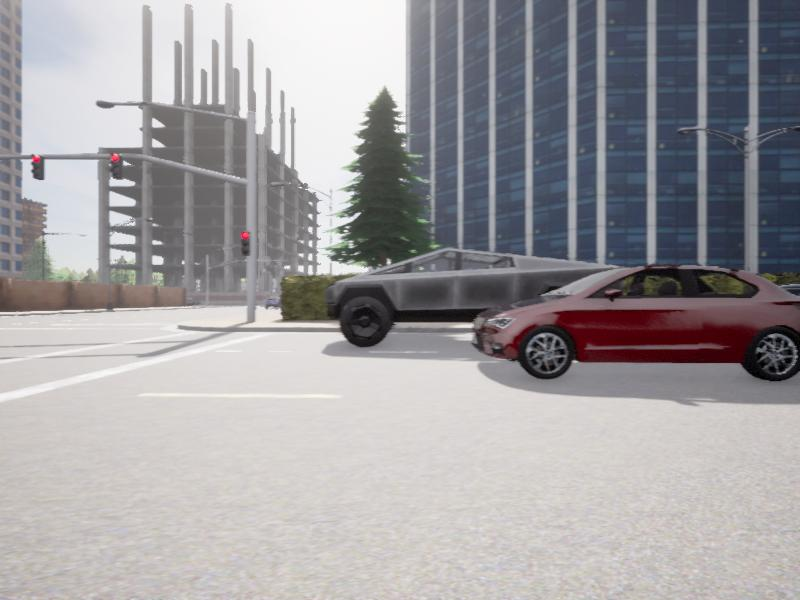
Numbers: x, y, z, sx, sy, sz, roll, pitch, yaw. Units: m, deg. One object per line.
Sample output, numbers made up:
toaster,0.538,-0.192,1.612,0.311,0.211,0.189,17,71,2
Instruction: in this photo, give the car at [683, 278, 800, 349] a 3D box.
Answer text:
car,9.346,0.269,8.982,4.674,1.442,1.812,0,0,2

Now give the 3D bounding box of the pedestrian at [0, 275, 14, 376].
pedestrian,-5.479,0.322,4.939,0.751,1.300,0.751,0,0,-13

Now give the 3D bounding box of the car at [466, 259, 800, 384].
car,3.159,0.252,5.704,4.193,1.474,1.816,0,0,2

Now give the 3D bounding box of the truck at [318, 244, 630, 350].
truck,1.491,-0.062,9.268,6.274,2.098,2.390,0,0,2

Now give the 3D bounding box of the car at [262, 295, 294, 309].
car,-13.881,0.258,45.761,2.007,1.525,4.514,0,0,4
